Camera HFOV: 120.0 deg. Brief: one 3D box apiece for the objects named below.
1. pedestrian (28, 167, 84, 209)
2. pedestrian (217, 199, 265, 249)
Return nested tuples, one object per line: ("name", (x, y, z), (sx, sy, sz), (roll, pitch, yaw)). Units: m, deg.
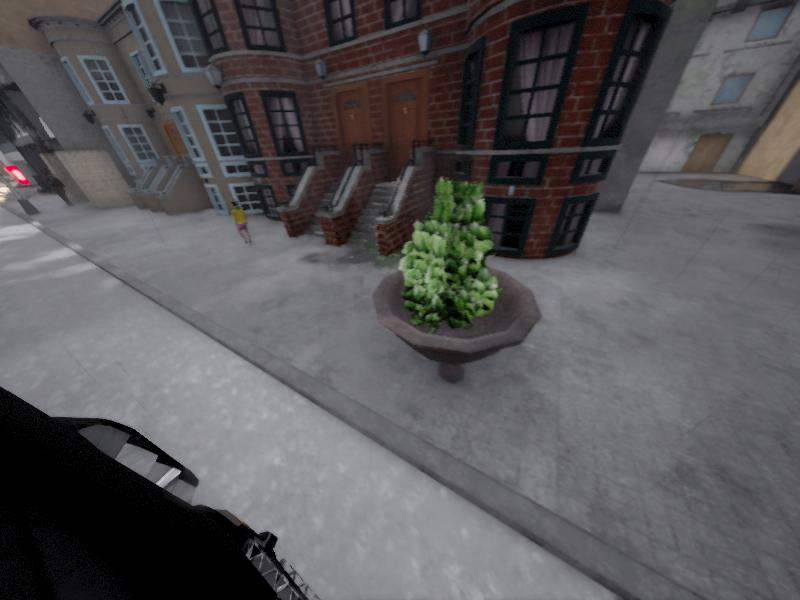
("pedestrian", (-18.114, -5.923, 12.227), (0.751, 1.860, 0.751), (-29, 41, -33))
("pedestrian", (-4.054, -1.955, 5.953), (0.500, 1.100, 0.500), (14, 37, 23))
